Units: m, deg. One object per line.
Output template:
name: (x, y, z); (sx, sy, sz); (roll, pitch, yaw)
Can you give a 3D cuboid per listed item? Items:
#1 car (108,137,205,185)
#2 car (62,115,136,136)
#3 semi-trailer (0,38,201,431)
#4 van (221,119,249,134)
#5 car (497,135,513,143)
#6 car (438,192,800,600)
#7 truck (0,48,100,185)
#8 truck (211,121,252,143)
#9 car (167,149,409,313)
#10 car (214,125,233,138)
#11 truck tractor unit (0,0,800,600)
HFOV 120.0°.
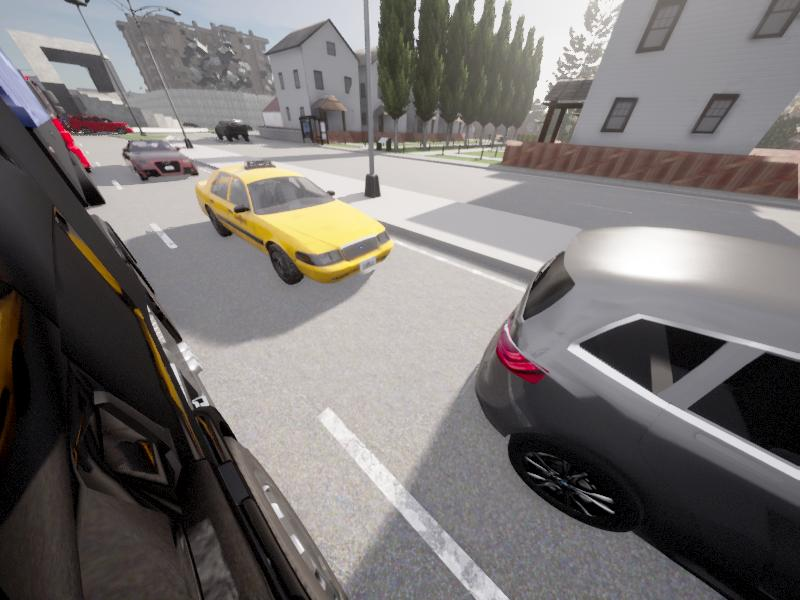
car: (-11.034, -6.420, 10.460); (4.181, 1.385, 1.994); (28, 44, 31)
car: (-40.373, -23.606, 31.272); (5.566, 2.045, 2.150); (-22, 44, -30)
semi-trailer: (-8.672, -3.611, 4.269); (14.254, 4.402, 2.717); (28, 44, 30)
van: (-35.491, -37.569, 49.993); (2.351, 2.431, 6.366); (-3, 37, -7)
car: (28.356, -43.594, 62.452); (2.033, 1.649, 4.856); (1, 37, -2)
car: (2.860, 0.922, 1.152); (4.611, 1.667, 2.242); (28, 44, 30)
truck: (-17.150, -7.962, 10.125); (8.468, 3.827, 2.891); (28, 44, 30)
truck: (-21.990, -21.972, 30.103); (6.274, 2.098, 2.390); (32, 46, 34)
car: (-2.521, -1.933, 4.750); (5.366, 1.575, 1.801); (28, 44, 30)
car: (-27.596, -26.246, 36.041); (1.816, 1.474, 4.193); (-21, 43, -28)
truck tractor unit: (-2.645, -0.295, 0.351); (6.516, 4.208, 3.053); (28, 44, 30)
